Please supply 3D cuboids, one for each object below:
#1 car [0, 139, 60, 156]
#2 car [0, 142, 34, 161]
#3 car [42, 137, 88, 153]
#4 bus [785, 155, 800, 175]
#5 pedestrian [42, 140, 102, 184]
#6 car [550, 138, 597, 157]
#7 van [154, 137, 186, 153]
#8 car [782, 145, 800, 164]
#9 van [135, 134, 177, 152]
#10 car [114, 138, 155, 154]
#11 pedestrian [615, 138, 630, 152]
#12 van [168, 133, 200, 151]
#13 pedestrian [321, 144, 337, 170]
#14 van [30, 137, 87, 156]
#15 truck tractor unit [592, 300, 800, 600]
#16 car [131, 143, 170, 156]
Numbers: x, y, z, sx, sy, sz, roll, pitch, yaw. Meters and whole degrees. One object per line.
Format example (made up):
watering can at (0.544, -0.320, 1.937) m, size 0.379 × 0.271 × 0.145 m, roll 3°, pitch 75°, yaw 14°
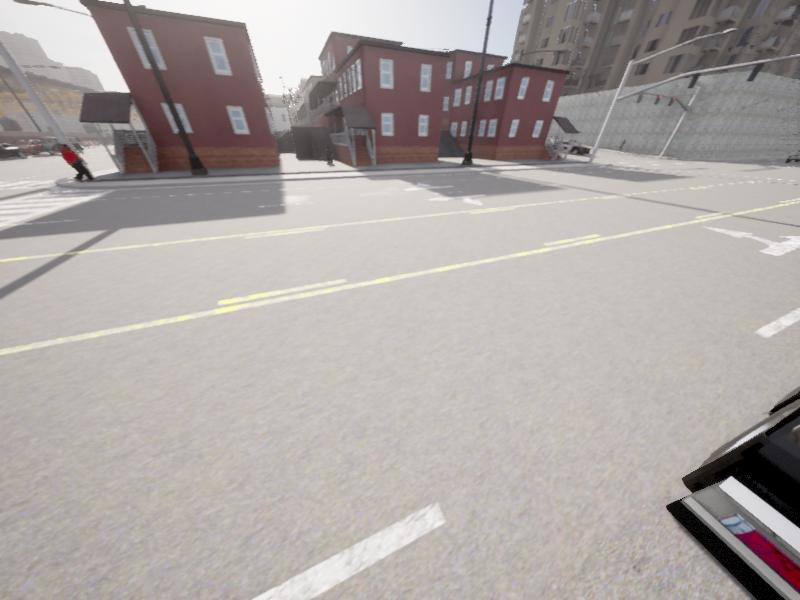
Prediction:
car at (-47.976, -19.735, 29.848) m, size 2.242 × 1.667 × 4.611 m, roll -12°, pitch 37°, yaw -18°
car at (-41.068, -15.013, 23.392) m, size 1.837 × 1.490 × 4.892 m, roll -12°, pitch 37°, yaw -18°
car at (-50.456, -23.468, 34.919) m, size 1.905 × 1.878 × 3.866 m, roll -12°, pitch 37°, yaw -18°
bus at (32.143, -9.891, 14.748) m, size 3.944 × 4.253 × 10.273 m, roll 28°, pitch 43°, yaw 29°
pedestrian at (-16.471, -6.965, 11.691) m, size 0.751 × 1.860 × 0.751 m, roll -14°, pitch 38°, yaw -19°
car at (25.050, -22.308, 33.621) m, size 1.930 × 1.638 × 5.238 m, roll -13°, pitch 43°, yaw -18°
van at (-36.179, -24.528, 36.536) m, size 1.775 × 1.987 × 4.442 m, roll -13°, pitch 37°, yaw -17°
car at (50.151, -17.763, 28.246) m, size 4.605 × 1.855 × 1.932 m, roll -12°, pitch 37°, yaw -18°
van at (-41.479, -27.009, 39.607) m, size 2.351 × 2.431 × 6.366 m, roll -12°, pitch 37°, yaw -18°
car at (-38.562, -22.492, 33.712) m, size 1.932 × 1.855 × 4.605 m, roll -12°, pitch 37°, yaw -18°
pedestrian at (34.646, -24.175, 36.040) m, size 0.751 × 1.860 × 0.751 m, roll -12°, pitch 37°, yaw -17°
van at (-38.685, -28.432, 41.568) m, size 1.988 × 2.561 × 5.915 m, roll -12°, pitch 37°, yaw -18°
pedestrian at (-6.098, -12.273, 19.860) m, size 0.751 × 1.860 × 0.751 m, roll -27°, pitch 44°, yaw -34°
van at (-44.468, -20.215, 30.304) m, size 1.775 × 1.987 × 4.442 m, roll -12°, pitch 37°, yaw -18°
truck tractor unit at (5.237, -0.149, 0.577) m, size 6.516 × 4.208 × 3.053 m, roll -13°, pitch 38°, yaw -18°
car at (-33.495, -20.328, 31.154) m, size 1.994 × 1.385 × 4.181 m, roll -12°, pitch 37°, yaw -17°
